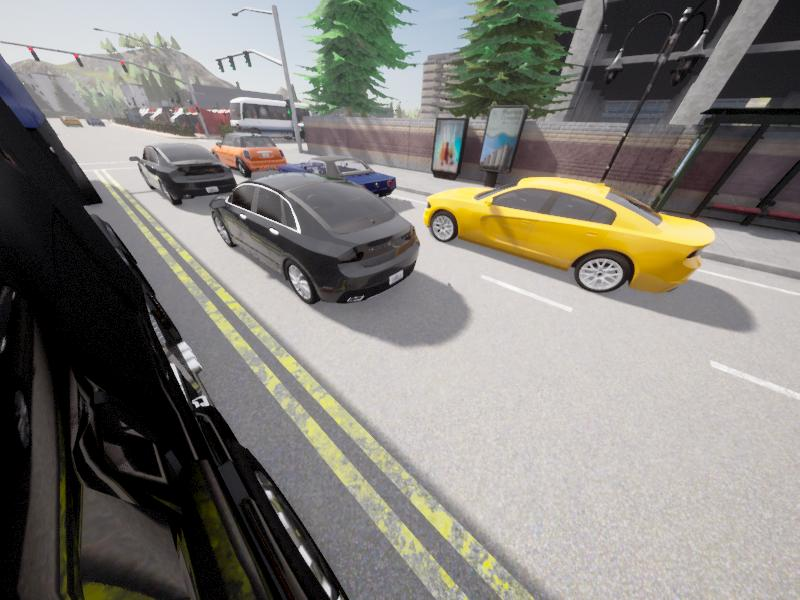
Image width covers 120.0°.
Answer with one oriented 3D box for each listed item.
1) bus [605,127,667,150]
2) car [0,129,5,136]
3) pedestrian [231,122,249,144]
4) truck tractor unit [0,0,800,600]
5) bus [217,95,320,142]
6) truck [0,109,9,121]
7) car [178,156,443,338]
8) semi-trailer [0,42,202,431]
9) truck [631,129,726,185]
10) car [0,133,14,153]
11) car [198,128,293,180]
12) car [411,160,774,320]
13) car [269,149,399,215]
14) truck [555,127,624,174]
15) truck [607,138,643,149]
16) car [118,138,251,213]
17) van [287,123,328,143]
[{"bbox_3d":[61.490,-42.481,60.719,10.273,4.253,3.944,28,44,30],"label":"bus"},{"bbox_3d":[-40.066,-16.491,21.832,5.366,1.575,1.801,29,44,31],"label":"car"},{"bbox_3d":[-17.181,-17.925,24.829,0.751,1.860,0.751,14,38,14],"label":"pedestrian"},{"bbox_3d":[-2.645,-0.295,0.351,6.516,4.208,3.053,28,44,30],"label":"truck tractor unit"},{"bbox_3d":[-16.509,-23.495,30.353,3.944,4.253,10.273,28,44,30],"label":"bus"},{"bbox_3d":[-88.245,-39.307,48.536,5.204,2.467,2.627,-14,40,-21],"label":"truck"},{"bbox_3d":[-1.889,-1.514,4.299,4.892,1.490,1.837,28,44,30],"label":"car"},{"bbox_3d":[-8.697,-3.607,4.225,14.254,4.402,2.717,28,44,30],"label":"semi-trailer"},{"bbox_3d":[17.255,-9.273,14.791,2.615,2.467,5.204,28,44,30],"label":"truck"},{"bbox_3d":[-25.923,-9.279,13.131,1.970,1.475,3.806,27,43,29],"label":"car"},{"bbox_3d":[-7.821,-7.544,11.732,4.553,1.767,2.097,28,44,30],"label":"car"},{"bbox_3d":[2.834,-1.748,4.874,5.008,1.535,1.882,28,44,30],"label":"car"},{"bbox_3d":[-2.472,-4.484,8.396,4.718,1.301,1.895,28,44,30],"label":"car"},{"bbox_3d":[13.952,-11.031,16.932,2.615,2.467,5.204,28,44,30],"label":"truck"},{"bbox_3d":[58.219,-40.694,59.927,6.274,2.098,2.390,28,44,30],"label":"truck"},{"bbox_3d":[-7.406,-4.458,7.886,4.892,1.490,1.837,28,44,30],"label":"car"},{"bbox_3d":[-12.252,-22.463,31.087,2.069,2.038,4.480,24,42,26],"label":"van"}]
